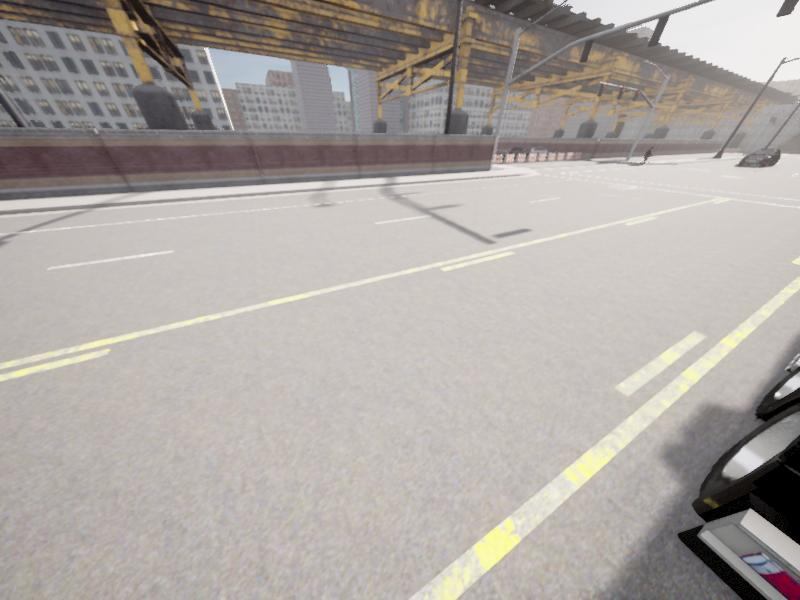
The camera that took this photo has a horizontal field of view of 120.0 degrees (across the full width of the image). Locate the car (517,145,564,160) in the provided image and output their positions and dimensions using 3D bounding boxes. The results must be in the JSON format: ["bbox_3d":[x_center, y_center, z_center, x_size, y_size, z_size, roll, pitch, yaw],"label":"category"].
[{"bbox_3d":[19.503,-20.664,32.333,4.974,1.542,2.038,1,35,1],"label":"car"}]

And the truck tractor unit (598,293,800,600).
[{"bbox_3d":[5.158,-0.250,0.710,6.516,4.208,3.053,-16,38,-22],"label":"truck tractor unit"}]

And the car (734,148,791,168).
[{"bbox_3d":[39.815,-15.654,25.372,4.856,1.649,2.033,-16,38,-22],"label":"car"}]

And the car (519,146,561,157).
[{"bbox_3d":[19.452,-20.794,32.243,4.536,1.218,1.853,1,35,1],"label":"car"}]

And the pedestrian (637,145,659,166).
[{"bbox_3d":[26.461,-15.455,24.692,0.751,1.860,0.751,14,37,18],"label":"pedestrian"}]
